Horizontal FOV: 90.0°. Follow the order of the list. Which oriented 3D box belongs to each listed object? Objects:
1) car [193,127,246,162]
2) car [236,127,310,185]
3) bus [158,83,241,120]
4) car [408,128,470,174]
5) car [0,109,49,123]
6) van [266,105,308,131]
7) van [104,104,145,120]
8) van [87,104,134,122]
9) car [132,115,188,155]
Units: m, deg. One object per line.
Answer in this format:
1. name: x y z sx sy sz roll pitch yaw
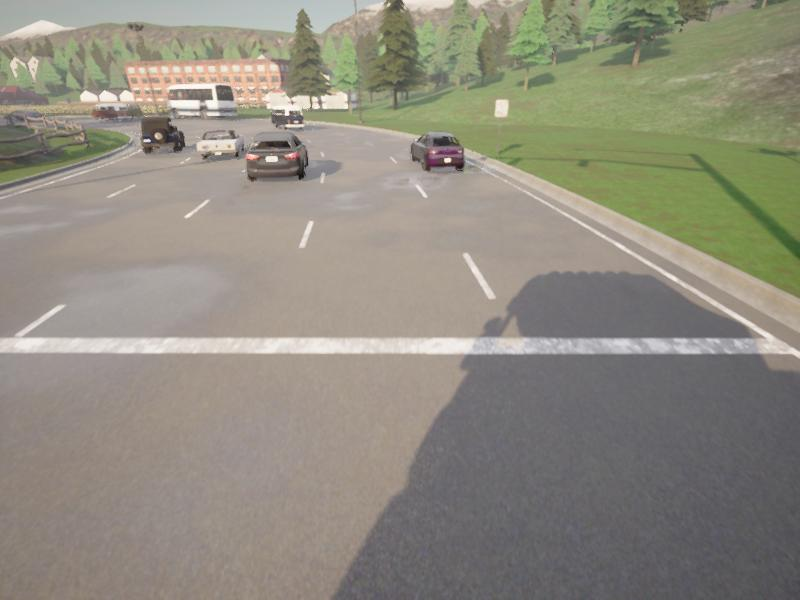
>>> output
1. car: -9.846 -8.740 22.219 1.895 1.301 4.718 -7 28 -12
2. car: -5.106 -6.207 16.847 2.242 1.667 4.611 -4 28 -8
3. bus: -27.138 -26.790 54.148 10.273 4.253 3.944 13 28 24
4. car: 1.639 -6.959 18.427 1.816 1.474 4.193 -5 28 -8
5. car: -48.019 -23.422 50.932 4.792 1.488 2.163 5 28 11
6. van: -10.779 -17.335 38.053 2.069 2.038 4.480 -17 32 -32
7. van: -37.983 -25.982 55.198 4.442 1.987 1.775 7 28 14
8. van: -37.266 -24.155 51.598 4.480 2.038 2.069 7 26 14
9. car: -14.202 -9.920 23.911 1.905 1.878 3.866 -9 29 -17
